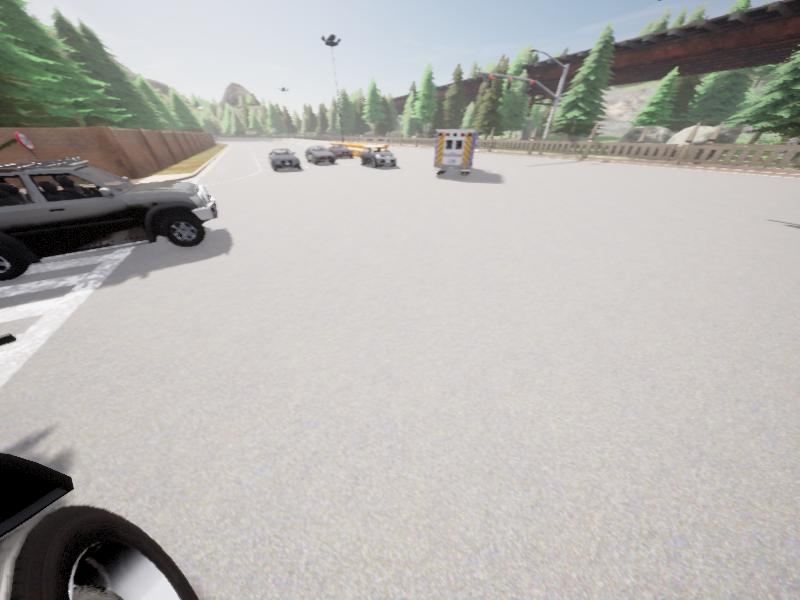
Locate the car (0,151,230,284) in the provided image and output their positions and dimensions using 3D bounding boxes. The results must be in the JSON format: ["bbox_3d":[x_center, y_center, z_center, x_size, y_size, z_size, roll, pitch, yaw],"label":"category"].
[{"bbox_3d":[-6.870,-1.995,5.050,4.605,1.855,1.932,-22,42,-27],"label":"car"}]

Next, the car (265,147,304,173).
[{"bbox_3d":[-9.122,-11.043,18.080,1.994,1.385,4.181,-18,39,-23],"label":"car"}]

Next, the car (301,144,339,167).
[{"bbox_3d":[-7.628,-13.699,21.746,2.033,1.411,5.357,-18,39,-23],"label":"car"}]

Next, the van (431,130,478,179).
[{"bbox_3d":[4.030,-10.457,16.287,2.351,2.431,6.366,10,37,13],"label":"van"}]

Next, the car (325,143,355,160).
[{"bbox_3d":[-6.883,-16.980,26.327,1.994,1.385,4.181,-19,40,-24],"label":"car"}]

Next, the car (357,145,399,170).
[{"bbox_3d":[-1.835,-11.858,19.082,1.970,1.475,3.806,-18,39,-23],"label":"car"}]
